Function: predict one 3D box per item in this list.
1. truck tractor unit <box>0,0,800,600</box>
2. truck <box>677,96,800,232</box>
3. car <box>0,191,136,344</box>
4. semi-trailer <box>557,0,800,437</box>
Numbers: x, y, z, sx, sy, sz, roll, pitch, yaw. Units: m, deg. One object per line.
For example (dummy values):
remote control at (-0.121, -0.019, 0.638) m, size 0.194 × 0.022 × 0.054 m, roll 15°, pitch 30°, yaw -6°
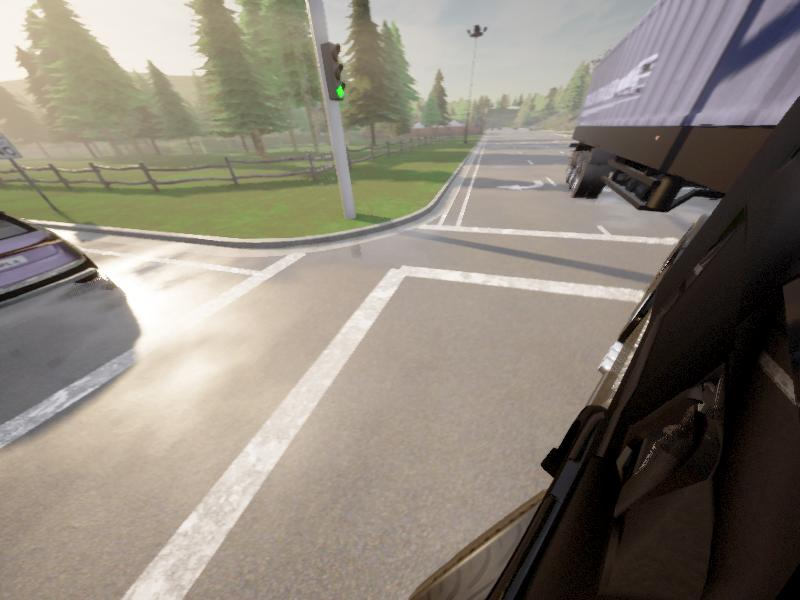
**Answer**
truck tractor unit at (2.645, -0.295, 0.351) m, size 6.516 × 4.208 × 3.053 m, roll -28°, pitch 44°, yaw -30°
truck at (10.733, -3.417, 5.531) m, size 2.627 × 2.467 × 5.204 m, roll 9°, pitch 38°, yaw 15°
car at (-7.884, -0.753, 3.908) m, size 4.856 × 1.649 × 2.033 m, roll 8°, pitch 38°, yaw 14°
semi-trailer at (6.651, -4.456, 5.573) m, size 2.717 × 4.402 × 14.254 m, roll 14°, pitch 40°, yaw 21°
